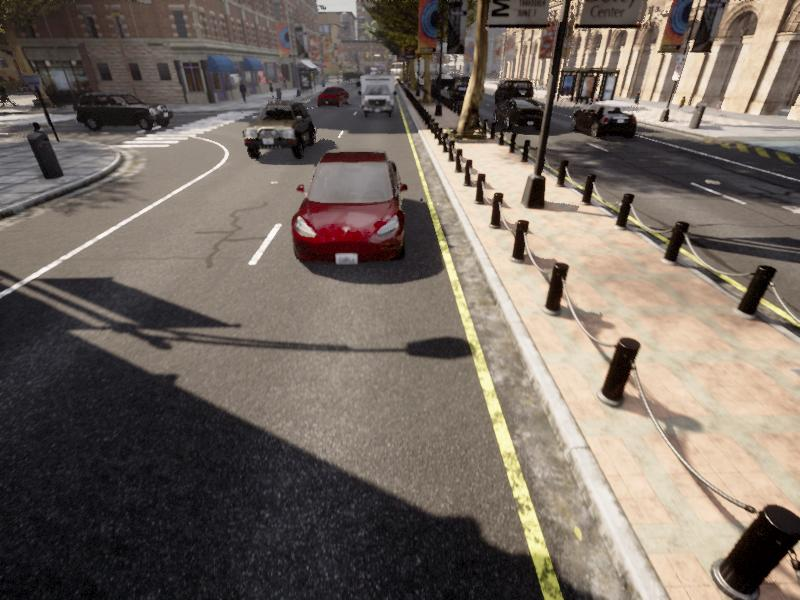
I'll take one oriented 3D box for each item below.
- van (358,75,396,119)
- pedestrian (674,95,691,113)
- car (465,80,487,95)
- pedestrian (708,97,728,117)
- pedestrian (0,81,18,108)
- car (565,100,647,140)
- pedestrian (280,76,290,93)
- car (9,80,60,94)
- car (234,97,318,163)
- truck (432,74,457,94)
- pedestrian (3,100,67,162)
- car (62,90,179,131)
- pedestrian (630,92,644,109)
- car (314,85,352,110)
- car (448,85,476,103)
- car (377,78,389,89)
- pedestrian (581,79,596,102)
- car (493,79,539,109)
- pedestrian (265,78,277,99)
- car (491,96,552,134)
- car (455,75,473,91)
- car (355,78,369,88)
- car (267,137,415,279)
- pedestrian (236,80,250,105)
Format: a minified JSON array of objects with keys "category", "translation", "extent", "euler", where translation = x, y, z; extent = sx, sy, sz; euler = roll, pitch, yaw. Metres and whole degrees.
[{"category":"van","translation":[-1.556,-14.596,28.566],"extent":[2.351,2.431,6.366],"euler":[-1,30,-1]},{"category":"pedestrian","translation":[19.766,-13.709,28.011],"extent":[0.500,1.100,0.500],"euler":[1,30,1]},{"category":"car","translation":[9.317,-26.224,49.317],"extent":[1.789,1.549,3.705],"euler":[-1,30,-1]},{"category":"pedestrian","translation":[20.766,-12.605,26.122],"extent":[0.500,1.100,0.500],"euler":[-6,31,-11]},{"category":"pedestrian","translation":[-30.926,-16.031,31.237],"extent":[0.751,1.860,0.751],"euler":[-5,31,-8]},{"category":"car","translation":[10.213,-9.157,20.201],"extent":[1.970,1.475,3.806],"euler":[-1,30,-1]},{"category":"pedestrian","translation":[-14.097,-26.445,49.046],"extent":[0.751,1.860,0.751],"euler":[0,30,0]},{"category":"car","translation":[-47.337,-27.720,51.996],"extent":[2.128,1.511,4.902],"euler":[-1,30,-1]},{"category":"car","translation":[-4.662,-6.887,15.926],"extent":[1.932,1.855,4.605],"euler":[-1,30,-1]},{"category":"truck","translation":[5.715,-28.376,52.457],"extent":[2.390,2.098,6.274],"euler":[-1,30,-1]},{"category":"pedestrian","translation":[-12.389,-5.747,13.644],"extent":[0.751,1.860,0.751],"euler":[-1,30,-1]},{"category":"car","translation":[-15.113,-10.359,21.864],"extent":[4.605,1.855,1.932],"euler":[1,30,1]},{"category":"pedestrian","translation":[18.346,-15.464,31.013],"extent":[0.500,1.100,0.500],"euler":[-3,30,-5]},{"category":"car","translation":[-5.603,-17.347,34.152],"extent":[1.882,1.535,5.008],"euler":[3,31,5]},{"category":"car","translation":[6.109,-20.594,39.873],"extent":[1.994,1.385,4.181],"euler":[-1,30,-1]},{"category":"car","translation":[-2.576,-33.545,61.949],"extent":[1.812,1.442,4.674],"euler":[-1,30,-1]},{"category":"pedestrian","translation":[17.406,-19.388,36.972],"extent":[0.751,1.860,0.751],"euler":[3,30,5]},{"category":"car","translation":[9.773,-17.778,34.384],"extent":[2.150,2.045,5.566],"euler":[-1,30,-1]},{"category":"pedestrian","translation":[-13.042,-21.432,40.472],"extent":[0.751,1.860,0.751],"euler":[-1,30,-2]},{"category":"car","translation":[6.641,-10.514,22.506],"extent":[1.837,1.490,4.892],"euler":[-1,30,-1]},{"category":"car","translation":[9.077,-30.934,57.063],"extent":[1.905,1.878,3.866],"euler":[-1,30,-1]},{"category":"car","translation":[-6.166,-35.183,64.890],"extent":[1.895,1.301,4.718],"euler":[-1,30,-1]},{"category":"car","translation":[-0.926,-2.220,8.334],"extent":[2.163,1.488,4.792],"euler":[-1,30,-1]},{"category":"pedestrian","translation":[-13.339,-17.679,34.052],"extent":[0.751,1.860,0.751],"euler":[-6,31,-10]}]
